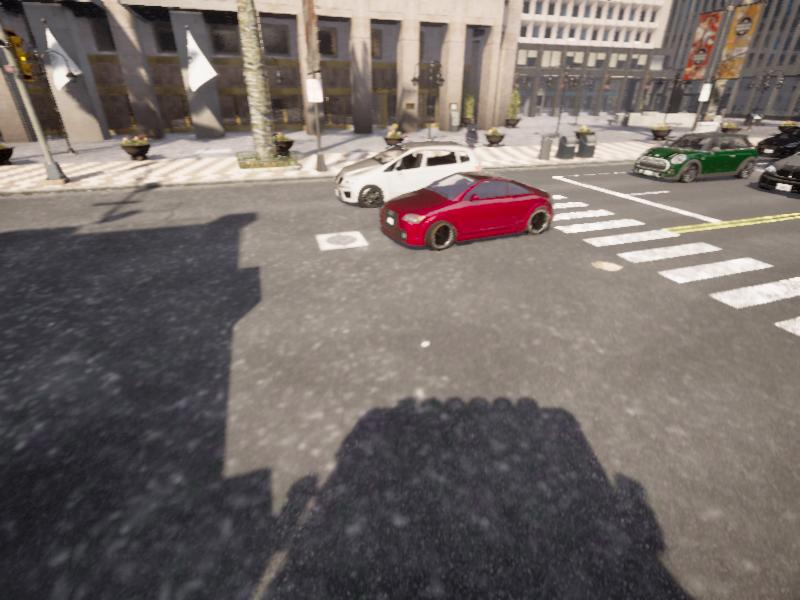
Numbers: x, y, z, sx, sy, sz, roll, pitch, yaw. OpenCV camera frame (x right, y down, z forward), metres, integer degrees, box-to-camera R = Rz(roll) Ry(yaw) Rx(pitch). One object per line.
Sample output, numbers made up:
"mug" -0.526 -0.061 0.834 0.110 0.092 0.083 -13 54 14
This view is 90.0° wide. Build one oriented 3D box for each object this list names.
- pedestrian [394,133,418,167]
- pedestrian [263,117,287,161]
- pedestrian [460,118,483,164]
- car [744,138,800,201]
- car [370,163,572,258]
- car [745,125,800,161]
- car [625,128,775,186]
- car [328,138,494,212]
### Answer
"pedestrian" 0.261 -6.641 17.656 0.751 1.300 0.751 -24 36 -38
"pedestrian" -5.925 -7.661 18.987 0.751 1.860 0.751 -9 29 -18
"pedestrian" 3.273 -7.314 18.368 0.751 1.860 0.751 10 29 19
"car" 14.784 -4.477 13.530 4.611 1.667 2.242 -8 29 -16
"car" 1.615 -2.286 9.535 4.181 1.385 1.994 -11 29 -21
"car" 21.996 -8.658 21.886 4.792 1.488 2.163 -9 29 -16
"car" 11.807 -5.785 15.915 4.553 1.767 2.097 -8 28 -16
"car" 0.260 -4.058 12.633 4.611 1.667 2.242 -8 28 -16
